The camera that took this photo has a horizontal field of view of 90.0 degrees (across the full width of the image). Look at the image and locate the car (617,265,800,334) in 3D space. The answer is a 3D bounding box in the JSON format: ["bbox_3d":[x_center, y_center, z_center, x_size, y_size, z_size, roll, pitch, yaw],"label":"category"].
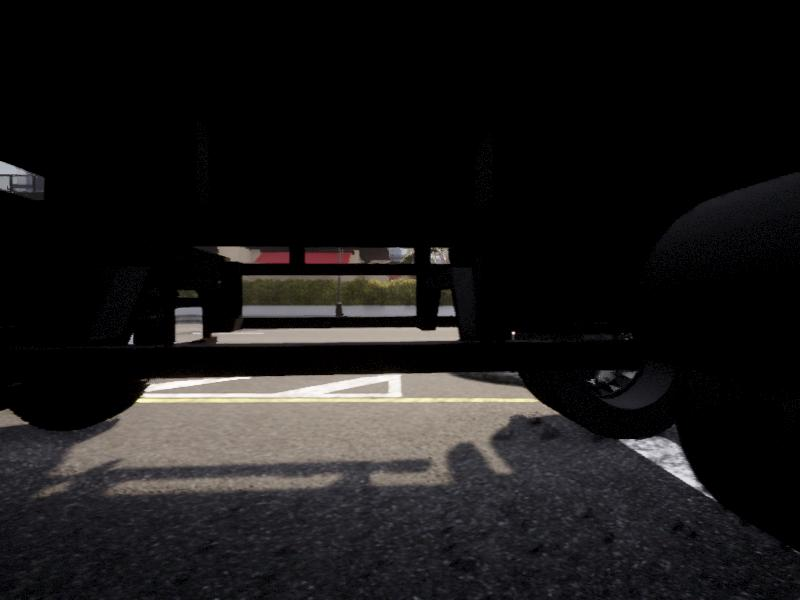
[{"bbox_3d":[10.511,-0.008,13.187,5.566,2.045,2.150,0,0,17],"label":"car"}]

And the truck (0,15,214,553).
[{"bbox_3d":[-4.701,-0.060,2.168,6.274,2.098,2.390,0,0,-1],"label":"truck"}]

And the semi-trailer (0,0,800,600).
[{"bbox_3d":[5.488,-1.211,2.597,14.254,4.402,2.717,0,0,-5],"label":"semi-trailer"}]
